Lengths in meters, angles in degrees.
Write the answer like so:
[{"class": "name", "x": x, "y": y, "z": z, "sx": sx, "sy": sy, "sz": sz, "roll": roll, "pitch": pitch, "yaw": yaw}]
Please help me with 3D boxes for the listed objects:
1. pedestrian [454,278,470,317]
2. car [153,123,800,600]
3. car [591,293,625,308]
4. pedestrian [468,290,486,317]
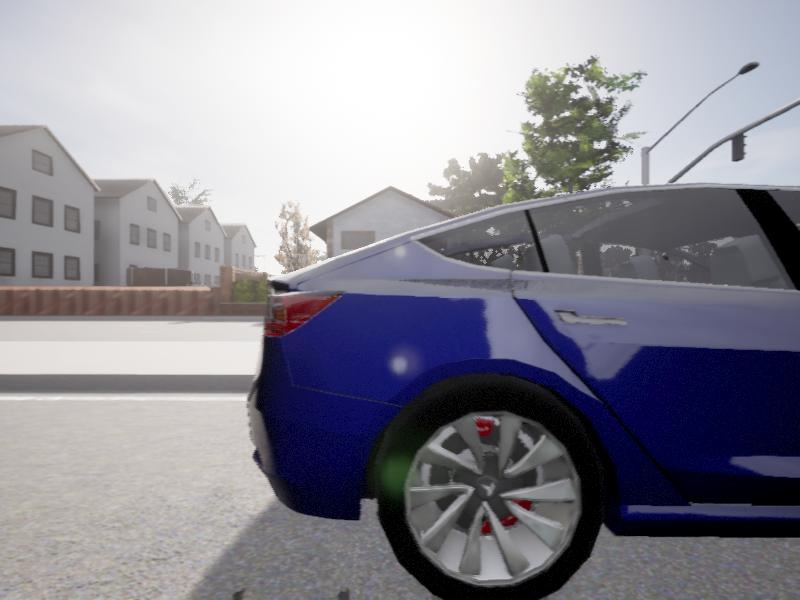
[{"class": "pedestrian", "x": 3.000, "y": -0.112, "z": 19.361, "sx": 0.751, "sy": 1.860, "sz": 0.751, "roll": 0, "pitch": 0, "yaw": 9}, {"class": "car", "x": 1.706, "y": 0.252, "z": 2.200, "sx": 4.792, "sy": 1.488, "sz": 2.163, "roll": 0, "pitch": 0, "yaw": 0}, {"class": "car", "x": 26.553, "y": 0.092, "z": 51.163, "sx": 1.932, "sy": 1.855, "sz": 4.605, "roll": 0, "pitch": 0, "yaw": 0}, {"class": "pedestrian", "x": 3.801, "y": 0.169, "z": 19.805, "sx": 0.751, "sy": 1.300, "sz": 0.751, "roll": 0, "pitch": 0, "yaw": 0}]
